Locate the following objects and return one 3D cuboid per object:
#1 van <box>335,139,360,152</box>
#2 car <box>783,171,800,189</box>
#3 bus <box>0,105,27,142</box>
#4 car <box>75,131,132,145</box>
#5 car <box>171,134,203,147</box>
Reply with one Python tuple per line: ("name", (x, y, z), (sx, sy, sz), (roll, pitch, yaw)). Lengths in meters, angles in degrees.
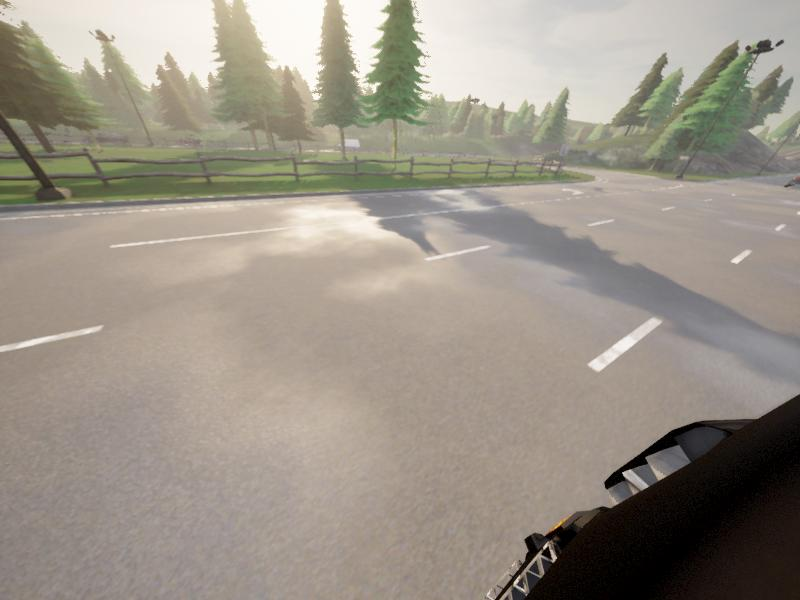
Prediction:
("van", (-13.643, -40.671, 60.661), (5.915, 2.561, 1.988), (-16, 38, -26))
("car", (46.851, -13.710, 26.441), (5.027, 1.651, 2.152), (-16, 38, -26))
("bus", (-59.991, -23.584, 30.195), (10.273, 4.253, 3.944), (-16, 38, -26))
("car", (-47.442, -26.032, 37.171), (5.027, 1.651, 2.152), (-14, 38, -23))
("car", (-40.564, -30.481, 44.056), (3.866, 1.878, 1.905), (-16, 38, -26))
